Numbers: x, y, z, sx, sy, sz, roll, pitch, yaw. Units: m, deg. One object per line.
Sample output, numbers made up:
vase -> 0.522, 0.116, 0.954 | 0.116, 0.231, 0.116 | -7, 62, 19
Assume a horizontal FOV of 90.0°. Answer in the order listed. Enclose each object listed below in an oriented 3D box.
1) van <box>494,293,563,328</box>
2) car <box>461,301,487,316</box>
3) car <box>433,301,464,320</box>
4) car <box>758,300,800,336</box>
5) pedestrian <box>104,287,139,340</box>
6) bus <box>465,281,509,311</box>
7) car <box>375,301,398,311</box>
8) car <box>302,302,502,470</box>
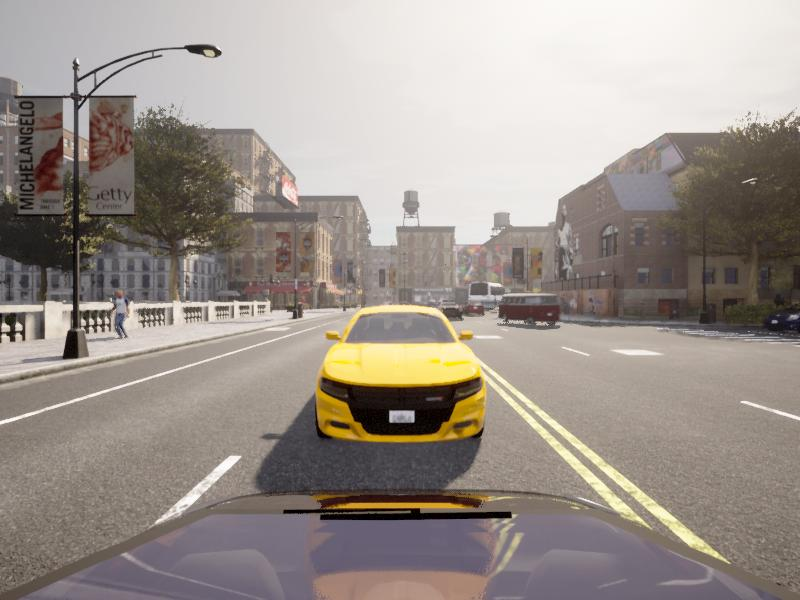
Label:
van -> 8.046, 0.597, 25.456 | 1.775, 1.987, 4.442 | -1, 0, -21
car -> 7.832, 0.851, 43.009 | 2.163, 1.488, 4.792 | 0, 0, 3
car -> 4.008, 0.826, 33.702 | 2.038, 1.542, 4.974 | 0, 0, 1
car -> 19.585, 0.788, 18.731 | 3.988, 1.617, 1.851 | 0, 0, 1
pedestrian -> -10.092, 0.485, 14.536 | 0.751, 1.860, 0.751 | 0, 0, 0
bus -> 13.973, -0.532, 63.128 | 3.944, 4.253, 10.273 | -1, 0, 29
car -> -1.999, 0.864, 61.206 | 2.002, 1.452, 4.674 | 0, 0, 20
car -> -0.014, 0.823, 6.265 | 1.882, 1.535, 5.008 | 0, 0, -1
